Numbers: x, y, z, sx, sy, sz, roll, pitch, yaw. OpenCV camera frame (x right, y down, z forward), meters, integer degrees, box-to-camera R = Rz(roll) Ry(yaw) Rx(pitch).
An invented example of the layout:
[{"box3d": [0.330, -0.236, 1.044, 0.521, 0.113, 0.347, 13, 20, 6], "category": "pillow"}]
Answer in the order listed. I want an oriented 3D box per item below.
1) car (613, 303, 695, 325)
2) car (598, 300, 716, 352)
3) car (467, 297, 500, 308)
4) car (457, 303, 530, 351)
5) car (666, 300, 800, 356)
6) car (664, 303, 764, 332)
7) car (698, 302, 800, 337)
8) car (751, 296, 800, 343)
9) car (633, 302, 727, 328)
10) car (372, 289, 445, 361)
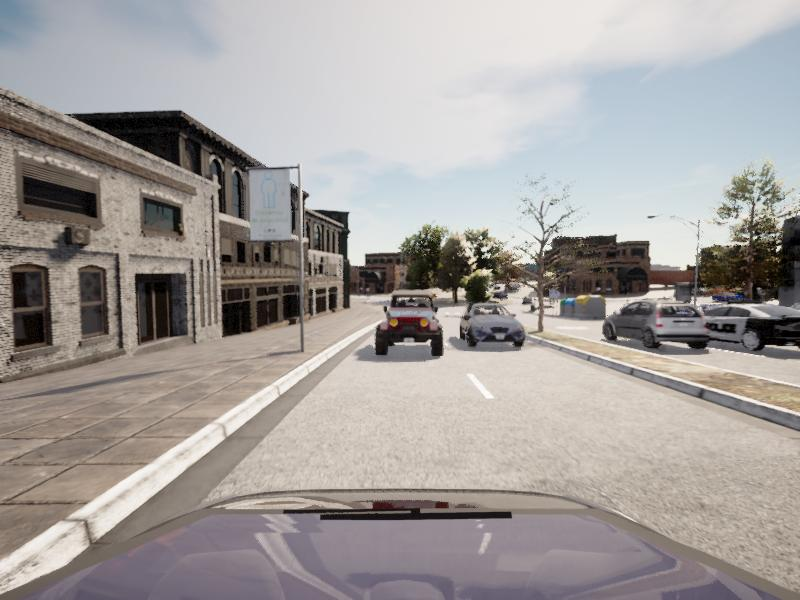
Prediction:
[{"box3d": [17.822, 0.973, 28.117, 4.792, 1.488, 2.163, 1, 0, -15], "category": "car"}, {"box3d": [9.061, 0.828, 14.569, 1.851, 1.617, 3.988, 0, 0, 2], "category": "car"}, {"box3d": [14.563, 0.432, 69.907, 5.238, 1.638, 1.930, 0, 4, -8], "category": "car"}, {"box3d": [3.180, 0.853, 14.472, 1.816, 1.474, 4.193, 0, 0, 2], "category": "car"}, {"box3d": [12.049, 0.818, 14.143, 1.930, 1.638, 5.238, 0, 0, 2], "category": "car"}, {"box3d": [17.405, 0.954, 22.207, 4.674, 1.452, 2.002, 1, 0, -16], "category": "car"}, {"box3d": [17.245, 0.900, 19.262, 5.008, 1.535, 2.097, 1, 0, -17], "category": "car"}, {"box3d": [17.158, 0.765, 16.319, 4.553, 1.767, 2.185, 1, 0, -17], "category": "car"}, {"box3d": [17.576, 0.928, 25.161, 4.892, 1.521, 2.231, 1, -1, -16], "category": "car"}, {"box3d": [0.346, 0.634, 12.461, 1.905, 1.878, 3.866, 0, 0, 4], "category": "car"}]
